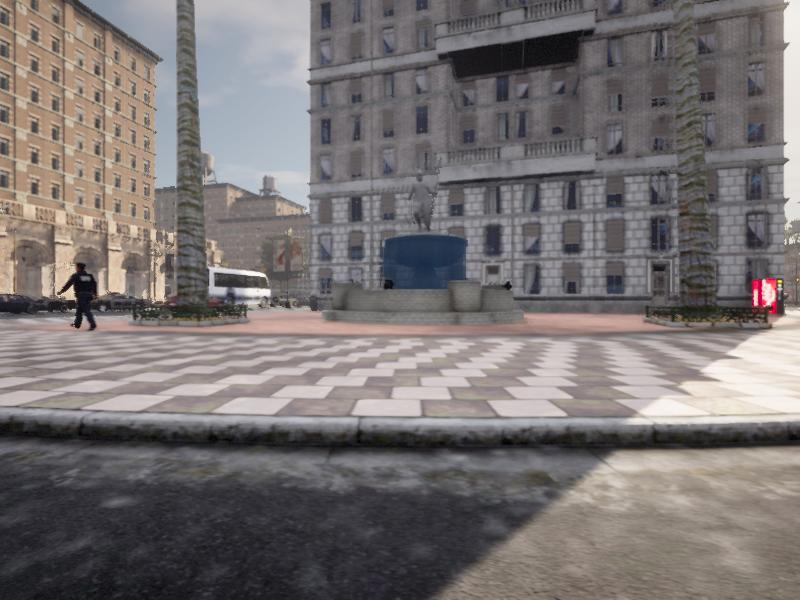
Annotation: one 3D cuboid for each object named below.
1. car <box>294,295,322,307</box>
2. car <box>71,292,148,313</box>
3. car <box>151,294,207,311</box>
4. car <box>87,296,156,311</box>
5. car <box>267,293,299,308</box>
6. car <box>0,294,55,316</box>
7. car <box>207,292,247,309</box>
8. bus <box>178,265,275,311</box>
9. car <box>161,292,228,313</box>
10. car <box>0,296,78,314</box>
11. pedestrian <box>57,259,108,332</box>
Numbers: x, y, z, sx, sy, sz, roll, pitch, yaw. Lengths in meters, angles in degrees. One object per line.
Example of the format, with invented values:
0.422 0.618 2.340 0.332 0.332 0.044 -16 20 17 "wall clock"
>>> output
-13.582 0.176 59.528 2.242 1.667 4.611 0 0 14 "car"
-24.293 0.182 33.756 1.930 1.638 5.238 0 0 16 "car"
-22.319 0.215 40.726 1.801 1.575 5.366 0 0 16 "car"
-26.592 0.307 38.479 2.033 1.411 5.357 0 0 16 "car"
-15.367 0.069 52.650 1.932 1.855 4.605 0 0 15 "car"
-26.395 0.303 26.349 2.033 1.411 5.357 0 0 16 "car"
-20.416 0.068 47.483 1.932 1.855 4.605 0 0 16 "car"
-18.141 -1.120 43.063 3.944 4.253 10.273 0 0 16 "bus"
-17.075 0.192 33.585 2.152 1.651 5.027 0 0 16 "car"
-28.553 0.354 31.556 1.895 1.301 4.718 0 0 16 "car"
-8.402 -0.111 10.601 0.751 1.860 0.751 0 0 17 "pedestrian"
